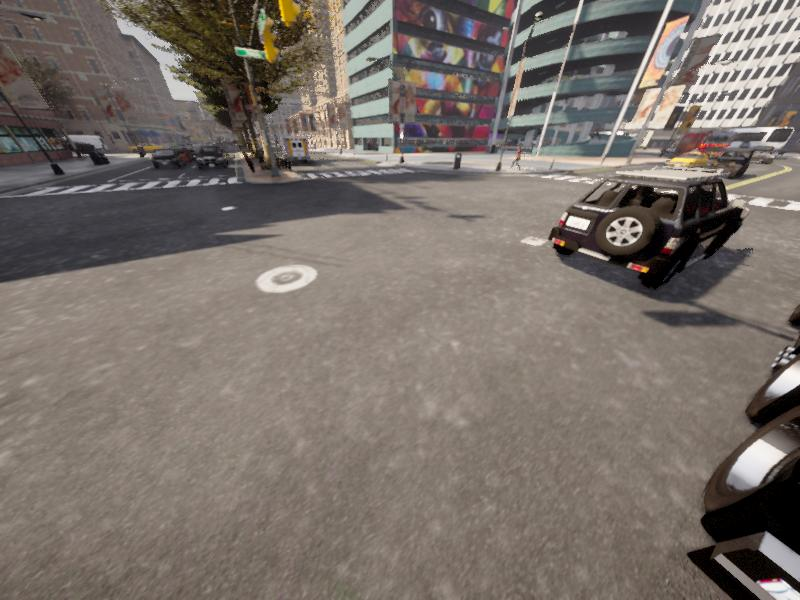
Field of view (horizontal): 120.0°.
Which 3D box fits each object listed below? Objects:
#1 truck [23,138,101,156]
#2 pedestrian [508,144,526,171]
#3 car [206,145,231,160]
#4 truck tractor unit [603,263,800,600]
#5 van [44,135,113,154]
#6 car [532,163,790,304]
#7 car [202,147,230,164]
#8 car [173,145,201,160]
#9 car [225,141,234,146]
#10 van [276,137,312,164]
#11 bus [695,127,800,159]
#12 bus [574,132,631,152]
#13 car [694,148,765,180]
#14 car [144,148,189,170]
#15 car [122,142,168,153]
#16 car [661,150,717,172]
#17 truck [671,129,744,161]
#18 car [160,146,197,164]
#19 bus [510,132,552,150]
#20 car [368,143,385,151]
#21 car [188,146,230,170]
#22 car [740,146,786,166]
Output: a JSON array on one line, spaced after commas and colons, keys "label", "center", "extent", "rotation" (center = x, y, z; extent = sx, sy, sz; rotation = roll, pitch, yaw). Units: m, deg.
[{"label": "truck", "center": [-52.379, -23.961, 36.123], "extent": [6.274, 2.098, 2.390], "rotation": [-19, 39, -25]}, {"label": "pedestrian", "center": [9.703, -11.799, 19.157], "extent": [0.751, 1.860, 0.751], "rotation": [23, 41, 29]}, {"label": "car", "center": [-24.590, -20.150, 31.439], "extent": [2.128, 1.511, 4.902], "rotation": [-18, 39, -25]}, {"label": "truck tractor unit", "center": [5.109, -0.301, 0.793], "extent": [6.516, 4.208, 3.053], "rotation": [-18, 39, -24]}, {"label": "van", "center": [-53.644, -26.100, 38.803], "extent": [5.915, 2.561, 1.988], "rotation": [-20, 40, -26]}, {"label": "car", "center": [5.493, -1.774, 4.970], "extent": [4.605, 1.855, 1.932], "rotation": [-16, 38, -25]}, {"label": "car", "center": [-21.234, -16.789, 26.761], "extent": [1.994, 1.385, 4.181], "rotation": [-18, 39, -25]}, {"label": "car", "center": [-28.221, -19.716, 30.792], "extent": [1.837, 1.490, 4.892], "rotation": [-19, 39, -25]}, {"label": "car", "center": [-60.187, -55.083, 81.434], "extent": [2.033, 1.411, 5.357], "rotation": [-18, 39, -25]}, {"label": "van", "center": [-12.667, -17.875, 27.484], "extent": [2.351, 2.431, 6.366], "rotation": [-18, 39, -25]}, {"label": "bus", "center": [61.456, -28.232, 41.542], "extent": [3.944, 4.253, 10.273], "rotation": [6, 35, 8]}, {"label": "bus", "center": [55.244, -43.571, 63.551], "extent": [3.944, 4.253, 10.273], "rotation": [-16, 38, -22]}, {"label": "car", "center": [25.294, -10.523, 17.762], "extent": [3.866, 1.878, 1.905], "rotation": [-19, 39, -25]}, {"label": "car", "center": [-21.513, -13.181, 21.500], "extent": [1.812, 1.442, 4.674], "rotation": [-18, 39, -25]}, {"label": "car", "center": [-47.141, -28.267, 42.828], "extent": [1.801, 1.575, 5.366], "rotation": [27, 42, 32]}, {"label": "car", "center": [28.279, -13.680, 22.610], "extent": [5.366, 1.575, 1.801], "rotation": [-18, 39, -25]}, {"label": "truck", "center": [48.245, -24.773, 36.810], "extent": [2.891, 3.827, 8.468], "rotation": [16, 38, 21]}, {"label": "car", "center": [-24.901, -16.496, 26.164], "extent": [2.007, 1.525, 4.514], "rotation": [-18, 39, -25]}, {"label": "bus", "center": [40.956, -50.140, 72.857], "extent": [3.944, 4.253, 10.273], "rotation": [-18, 39, -25]}, {"label": "car", "center": [-5.582, -36.439, 54.935], "extent": [2.161, 1.482, 4.786], "rotation": [-18, 39, -25]}, {"label": "car", "center": [-17.582, -13.326, 21.551], "extent": [2.242, 1.667, 4.611], "rotation": [-18, 39, -24]}, {"label": "car", "center": [44.672, -17.893, 28.567], "extent": [1.905, 1.878, 3.866], "rotation": [30, 44, 35]}]
